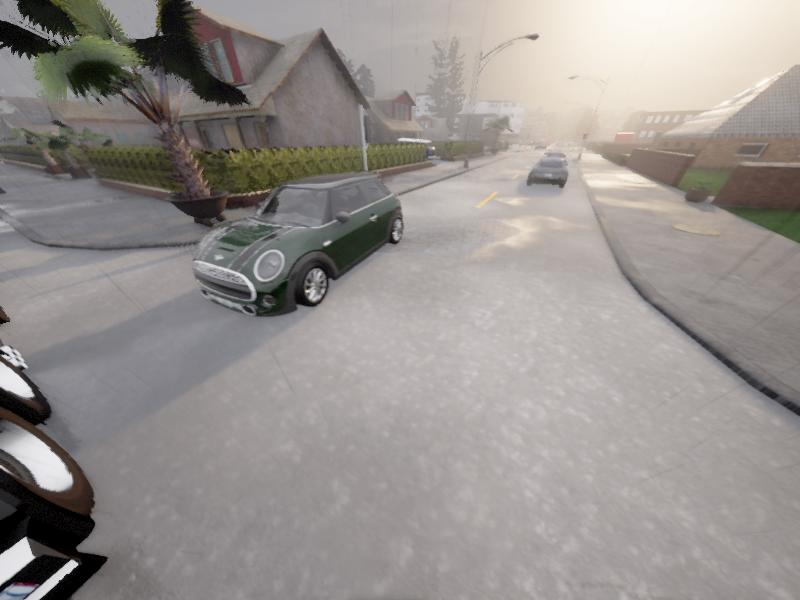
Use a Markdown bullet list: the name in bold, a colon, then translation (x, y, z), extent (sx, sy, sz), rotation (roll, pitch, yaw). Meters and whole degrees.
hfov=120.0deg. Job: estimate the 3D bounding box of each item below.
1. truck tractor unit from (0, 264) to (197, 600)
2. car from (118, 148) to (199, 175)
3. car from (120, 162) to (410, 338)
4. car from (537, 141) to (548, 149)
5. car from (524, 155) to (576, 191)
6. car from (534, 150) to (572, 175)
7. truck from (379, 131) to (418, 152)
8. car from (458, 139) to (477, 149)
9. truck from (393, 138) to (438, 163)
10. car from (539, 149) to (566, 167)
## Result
- **truck tractor unit**: translation (-5.113, -0.297, 0.785), extent (6.516, 4.208, 3.053), rotation (18, 39, 24)
- **car**: translation (-18.224, -10.679, 17.655), extent (1.845, 1.501, 3.633), rotation (16, 38, 22)
- **car**: translation (-1.683, -1.627, 4.793), extent (2.097, 1.767, 4.553), rotation (15, 38, 21)
- **car**: translation (38.950, -42.300, 62.998), extent (1.930, 1.638, 5.238), rotation (18, 39, 24)
- **car**: translation (8.887, -7.746, 13.859), extent (1.994, 1.385, 4.181), rotation (16, 38, 22)
- **car**: translation (12.883, -11.676, 19.447), extent (2.033, 1.411, 5.357), rotation (18, 39, 24)
- **truck**: translation (-0.433, -36.570, 53.231), extent (8.468, 3.827, 2.891), rotation (18, 39, 24)
- **car**: translation (16.622, -38.482, 56.951), extent (3.866, 1.878, 1.905), rotation (-15, 37, -20)
- **truck**: translation (1.672, -16.717, 25.754), extent (4.478, 2.038, 2.069), rotation (20, 40, 23)
- **car**: translation (16.242, -15.160, 24.508), extent (1.895, 1.301, 4.718), rotation (19, 39, 25)
